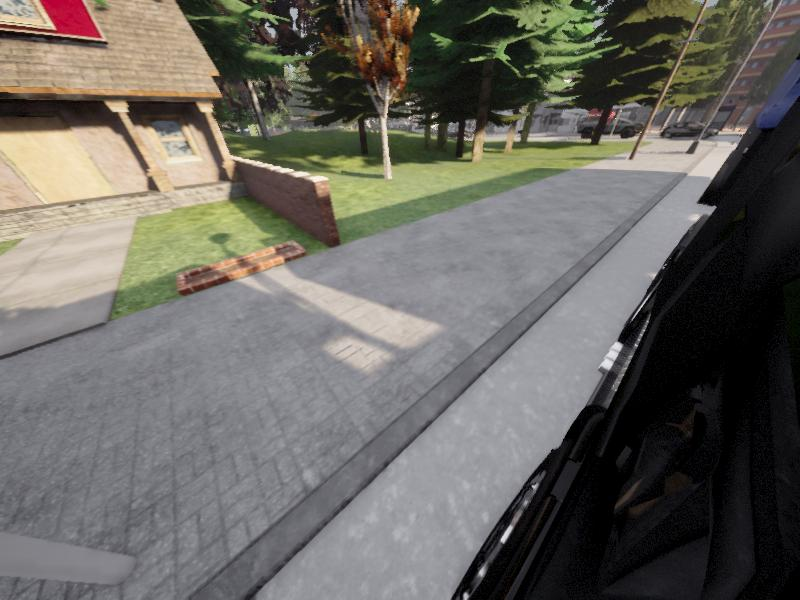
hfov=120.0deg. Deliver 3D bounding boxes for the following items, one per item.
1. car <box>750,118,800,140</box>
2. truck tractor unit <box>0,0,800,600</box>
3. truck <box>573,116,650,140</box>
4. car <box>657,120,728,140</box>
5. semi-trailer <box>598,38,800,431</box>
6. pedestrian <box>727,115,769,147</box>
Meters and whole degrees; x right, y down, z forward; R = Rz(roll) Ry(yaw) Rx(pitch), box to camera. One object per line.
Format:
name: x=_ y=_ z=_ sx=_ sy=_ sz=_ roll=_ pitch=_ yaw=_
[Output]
car: x=34.596 y=-14.785 z=19.941 sx=1.812 sy=1.442 sz=4.674 roll=-28 pitch=44 yaw=-30
truck tractor unit: x=2.645 y=-0.295 z=0.351 sx=6.516 sy=4.208 sz=3.053 roll=-28 pitch=44 yaw=-30
truck: x=25.696 y=-21.088 z=28.420 sx=2.390 sy=2.098 sz=6.274 roll=-28 pitch=44 yaw=-30
car: x=30.243 y=-17.680 z=24.079 sx=1.816 sy=1.474 sz=4.193 roll=-26 pitch=43 yaw=-28
semi-trailer: x=8.700 y=-3.608 z=4.221 sx=14.254 sy=4.402 sz=2.717 roll=-28 pitch=44 yaw=-30
pedestrian: x=25.583 y=-12.455 z=17.033 sx=0.751 sy=1.860 sz=0.751 roll=16 pitch=41 yaw=24
